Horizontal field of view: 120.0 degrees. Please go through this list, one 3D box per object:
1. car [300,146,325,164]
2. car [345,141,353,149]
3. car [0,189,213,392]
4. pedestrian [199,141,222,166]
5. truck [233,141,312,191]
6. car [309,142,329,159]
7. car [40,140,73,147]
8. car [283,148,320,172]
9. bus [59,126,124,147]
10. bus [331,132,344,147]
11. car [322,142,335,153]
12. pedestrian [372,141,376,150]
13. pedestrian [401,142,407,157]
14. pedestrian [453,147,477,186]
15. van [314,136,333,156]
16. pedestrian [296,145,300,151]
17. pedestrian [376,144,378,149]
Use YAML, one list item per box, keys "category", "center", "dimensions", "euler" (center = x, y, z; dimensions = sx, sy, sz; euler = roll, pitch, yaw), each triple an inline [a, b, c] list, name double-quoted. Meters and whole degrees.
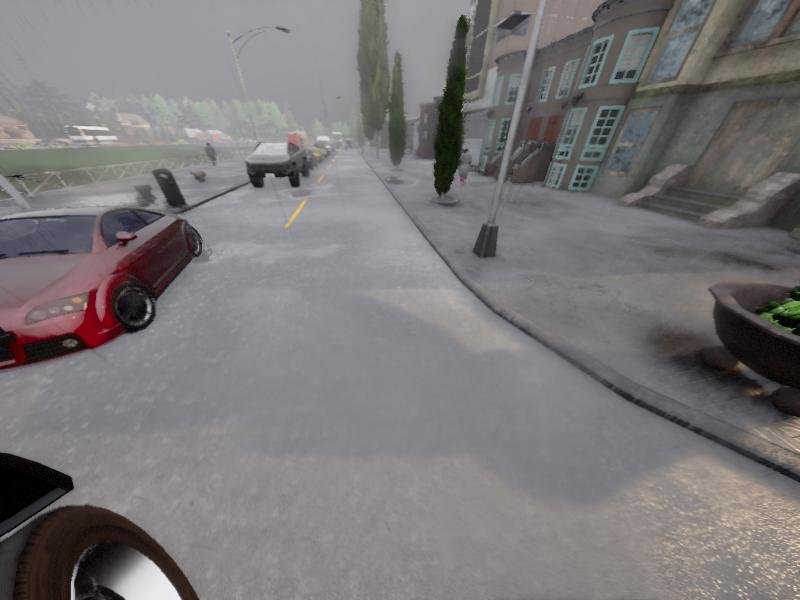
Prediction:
- category: "car"
  center: [-9.941, -16.732, 26.535]
  dimensions: [1.801, 1.575, 5.366]
  euler: [-5, 35, -9]
- category: "car"
  center: [-14.453, -43.891, 65.321]
  dimensions: [1.905, 1.878, 3.866]
  euler: [-5, 35, -9]
- category: "car"
  center: [-5.037, -0.678, 3.701]
  dimensions: [1.994, 1.385, 4.181]
  euler: [-11, 35, -18]
- category: "pedestrian"
  center: [-16.950, -13.100, 20.741]
  dimensions: [0.751, 1.860, 0.751]
  euler: [-5, 35, -8]
- category: "truck"
  center: [-7.243, -8.431, 14.172]
  dimensions: [2.390, 2.098, 6.274]
  euler: [-5, 35, -9]
- category: "car"
  center: [-11.346, -21.291, 32.816]
  dimensions: [1.932, 1.855, 4.605]
  euler: [-5, 35, -9]
- category: "car"
  center: [-83.302, -37.995, 56.087]
  dimensions: [1.994, 1.385, 4.181]
  euler: [-5, 35, -9]
- category: "car"
  center: [-8.696, -12.769, 20.910]
  dimensions: [2.128, 1.511, 4.902]
  euler: [-5, 35, -9]
- category: "bus"
  center: [-80.576, -43.030, 60.868]
  dimensions: [3.944, 4.253, 10.273]
  euler: [-5, 35, -9]
- category: "bus"
  center: [-23.093, -59.764, 85.939]
  dimensions: [3.944, 4.253, 10.273]
  euler: [-5, 35, -9]
- category: "car"
  center: [-14.431, -30.992, 46.811]
  dimensions: [2.097, 1.767, 4.553]
  euler: [-5, 35, -9]
- category: "pedestrian"
  center: [-6.061, -36.109, 54.038]
  dimensions: [0.751, 1.860, 0.751]
  euler: [3, 35, 3]
- category: "pedestrian"
  center: [0.624, -22.405, 34.438]
  dimensions: [0.751, 1.860, 0.751]
  euler: [-8, 36, -12]
- category: "pedestrian"
  center: [3.643, -7.507, 13.032]
  dimensions: [0.751, 1.860, 0.751]
  euler: [-7, 35, -10]
- category: "van"
  center: [-12.691, -25.801, 38.710]
  dimensions: [1.988, 2.561, 5.915]
  euler: [-5, 35, -9]
- category: "pedestrian"
  center: [-20.546, -30.591, 46.526]
  dimensions: [0.500, 1.100, 0.500]
  euler: [-9, 36, -14]
- category: "pedestrian"
  center: [-6.091, -40.977, 61.739]
  dimensions: [0.500, 1.100, 0.500]
  euler: [2, 35, 2]
